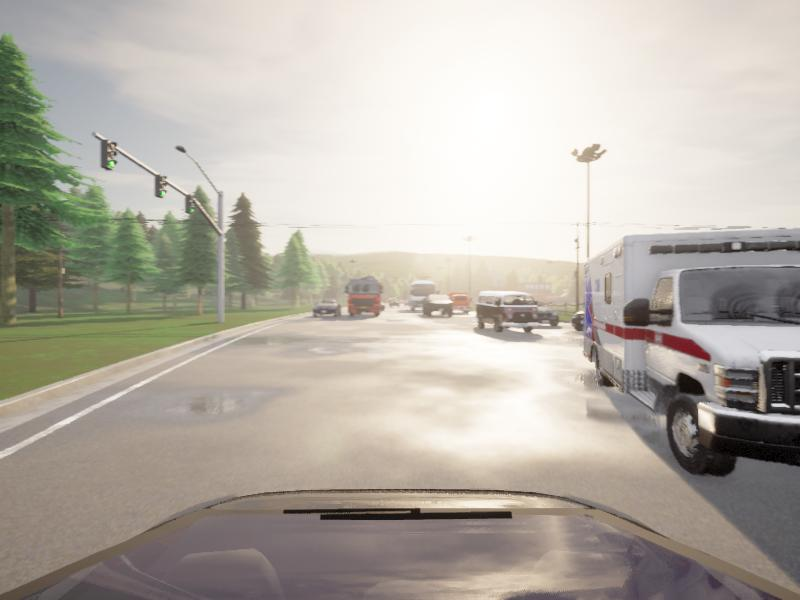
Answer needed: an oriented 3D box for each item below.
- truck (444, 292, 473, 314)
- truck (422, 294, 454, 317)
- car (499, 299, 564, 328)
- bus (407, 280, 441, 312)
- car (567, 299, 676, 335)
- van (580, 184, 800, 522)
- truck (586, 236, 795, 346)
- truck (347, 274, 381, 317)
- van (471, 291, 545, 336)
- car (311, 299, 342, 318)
[{"bbox_3d":[6.866,0.326,47.547,2.627,2.467,5.204,0,0,-2],"label":"truck"},{"bbox_3d":[3.613,0.513,39.371,2.390,2.098,6.274,0,0,-2],"label":"truck"},{"bbox_3d":[8.178,0.755,25.444,2.242,1.667,4.611,0,0,-6],"label":"car"},{"bbox_3d":[3.192,-0.588,57.585,3.944,4.253,10.273,0,1,-2],"label":"bus"},{"bbox_3d":[11.195,0.793,20.207,5.027,1.651,2.152,0,0,-23],"label":"car"},{"bbox_3d":[4.272,0.384,5.772,2.351,2.431,6.366,0,0,18],"label":"van"},{"bbox_3d":[12.204,-0.302,16.731,8.468,3.827,2.891,0,0,-21],"label":"truck"},{"bbox_3d":[-3.406,-0.371,39.978,2.891,3.827,8.468,0,0,-2],"label":"truck"},{"bbox_3d":[5.327,0.556,20.510,2.069,2.038,4.480,0,1,-8],"label":"van"},{"bbox_3d":[-6.812,0.722,37.746,2.152,1.651,5.027,0,0,-2],"label":"car"}]
